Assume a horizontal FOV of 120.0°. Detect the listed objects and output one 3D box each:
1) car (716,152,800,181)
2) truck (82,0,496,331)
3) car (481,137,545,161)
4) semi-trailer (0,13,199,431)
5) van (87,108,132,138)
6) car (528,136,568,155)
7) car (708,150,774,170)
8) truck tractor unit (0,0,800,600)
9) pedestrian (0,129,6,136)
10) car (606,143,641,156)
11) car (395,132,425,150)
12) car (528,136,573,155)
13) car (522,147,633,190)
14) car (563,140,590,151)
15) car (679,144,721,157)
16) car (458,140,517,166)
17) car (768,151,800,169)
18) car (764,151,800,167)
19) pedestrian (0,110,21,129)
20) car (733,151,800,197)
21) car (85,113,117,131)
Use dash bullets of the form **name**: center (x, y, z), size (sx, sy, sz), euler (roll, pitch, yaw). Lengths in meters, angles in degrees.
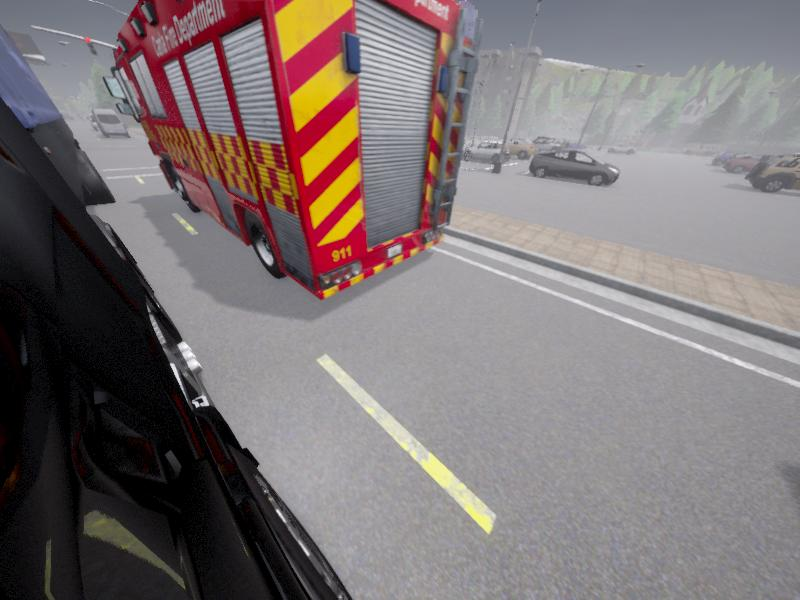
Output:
- **car**: center (30.829, -11.357, 19.507), size (4.514, 1.523, 2.007), euler (29, 44, 31)
- **truck**: center (-3.031, -3.525, 4.972), size (8.468, 3.827, 2.891), euler (30, 44, 31)
- **car**: center (11.155, -15.146, 23.089), size (5.027, 1.636, 2.152), euler (29, 44, 31)
- **semi-trailer**: center (-8.563, -3.694, 4.355), size (14.254, 4.402, 2.717), euler (30, 44, 31)
- **van**: center (-33.753, -20.520, 26.828), size (5.915, 2.561, 1.988), euler (30, 45, 31)
- **car**: center (19.691, -20.656, 30.866), size (3.866, 1.878, 1.905), euler (29, 44, 31)
- **car**: center (37.524, -15.577, 25.607), size (3.633, 1.501, 1.845), euler (29, 44, 31)
- **truck tractor unit**: center (-2.645, -0.295, 0.352), size (6.516, 4.208, 3.053), euler (28, 44, 30)
- **pedestrian**: center (-36.368, -15.584, 20.335), size (0.751, 1.860, 0.751), euler (-29, 47, -35)
- **car**: center (37.341, -25.275, 38.667), size (3.806, 1.475, 1.970), euler (29, 44, 31)
- **car**: center (1.426, -21.543, 31.249), size (1.905, 1.878, 3.866), euler (30, 44, 31)
- **car**: center (21.321, -22.052, 32.868), size (4.605, 1.855, 1.932), euler (29, 44, 31)
- **car**: center (9.912, -7.624, 13.197), size (4.514, 1.523, 2.007), euler (29, 44, 31)
- **car**: center (33.807, -29.687, 44.324), size (3.633, 1.501, 1.845), euler (29, 44, 31)
- **car**: center (59.134, -29.552, 45.636), size (4.605, 1.855, 1.932), euler (29, 44, 31)
- **car**: center (7.112, -12.213, 19.045), size (3.806, 1.475, 1.970), euler (29, 44, 31)
- **car**: center (51.135, -17.373, 28.884), size (5.027, 1.636, 2.152), euler (29, 44, 31)
- **car**: center (53.188, -18.723, 30.835), size (4.514, 1.523, 2.007), euler (29, 44, 31)
- **pedestrian**: center (-47.964, -22.062, 28.261), size (0.751, 1.860, 0.751), euler (24, 42, 26)
- **car**: center (21.999, -6.513, 12.139), size (4.605, 1.855, 1.932), euler (29, 44, 31)
- **car**: center (-46.805, -27.762, 36.095), size (5.566, 2.045, 2.150), euler (30, 45, 31)
